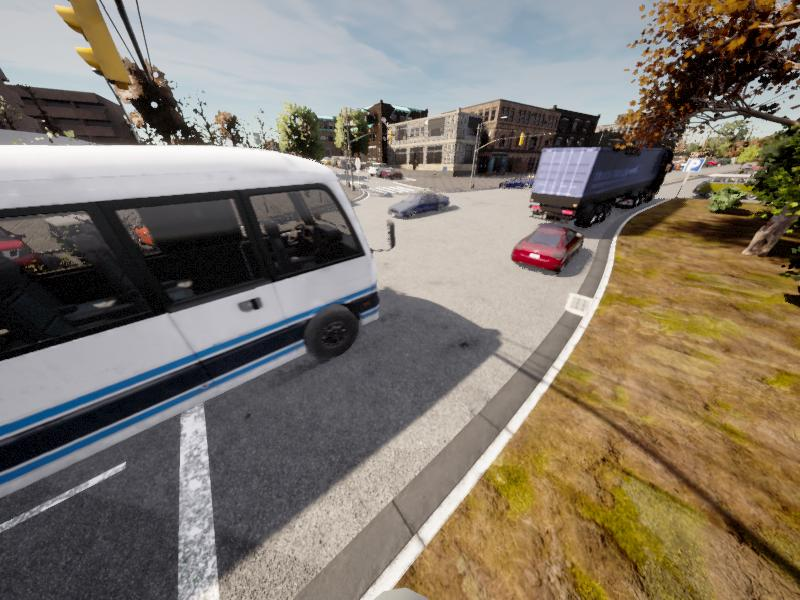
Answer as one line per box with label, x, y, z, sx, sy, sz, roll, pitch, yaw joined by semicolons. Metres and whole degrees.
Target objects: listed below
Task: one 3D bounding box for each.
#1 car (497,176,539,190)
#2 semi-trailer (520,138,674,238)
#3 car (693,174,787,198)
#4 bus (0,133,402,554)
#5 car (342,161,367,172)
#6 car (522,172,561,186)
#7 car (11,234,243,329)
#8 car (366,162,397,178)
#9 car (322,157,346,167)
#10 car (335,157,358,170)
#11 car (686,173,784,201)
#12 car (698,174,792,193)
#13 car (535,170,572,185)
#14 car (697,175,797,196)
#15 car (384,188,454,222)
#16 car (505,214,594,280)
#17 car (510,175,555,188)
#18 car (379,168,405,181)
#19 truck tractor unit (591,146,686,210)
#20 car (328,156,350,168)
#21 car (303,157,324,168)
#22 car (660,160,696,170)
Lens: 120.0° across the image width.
car;16.543;-16.502;32.563;4.792;1.488;2.163;18;36;31
semi-trailer;13.877;-8.043;15.708;14.254;4.402;2.717;-22;38;-30
car;33.092;-11.306;22.797;4.553;1.767;2.185;20;37;31
bus;-5.228;0.087;3.709;10.273;4.253;3.944;-24;38;-32
car;-8.914;-26.385;45.522;2.231;1.521;4.892;21;37;23
car;21.562;-18.424;35.211;4.553;1.767;2.185;19;36;31
car;-8.753;-0.977;8.302;4.792;1.488;2.163;-21;36;-29
car;-3.124;-22.424;39.795;2.435;2.045;5.566;21;37;23
car;-14.577;-30.665;51.280;1.946;1.575;5.366;21;37;23
car;-10.866;-27.919;47.185;1.878;1.987;4.442;21;37;23
car;30.571;-10.506;21.390;4.442;1.987;1.878;20;38;31
car;37.900;-13.039;25.682;5.366;1.575;1.946;21;38;31
car;24.186;-19.390;36.497;4.442;1.987;1.878;19;36;31
car;35.730;-12.037;24.127;5.366;1.575;1.946;21;37;31
car;1.608;-7.549;18.104;5.357;1.411;2.033;-24;40;-29
car;6.633;-2.549;10.175;1.994;1.385;4.181;26;42;36
car;19.246;-17.332;33.735;5.366;1.575;1.946;18;36;31
car;-1.231;-20.775;38.067;2.002;1.452;4.674;21;37;23
truck tractor unit;20.229;-10.514;19.724;6.516;4.208;3.053;-21;36;-29
car;-12.791;-29.317;49.059;1.878;1.987;4.442;21;37;23
car;-17.669;-28.103;47.168;2.128;1.511;4.902;-23;42;-34
car;73.317;-35.569;61.045;5.566;2.045;2.435;22;38;36
